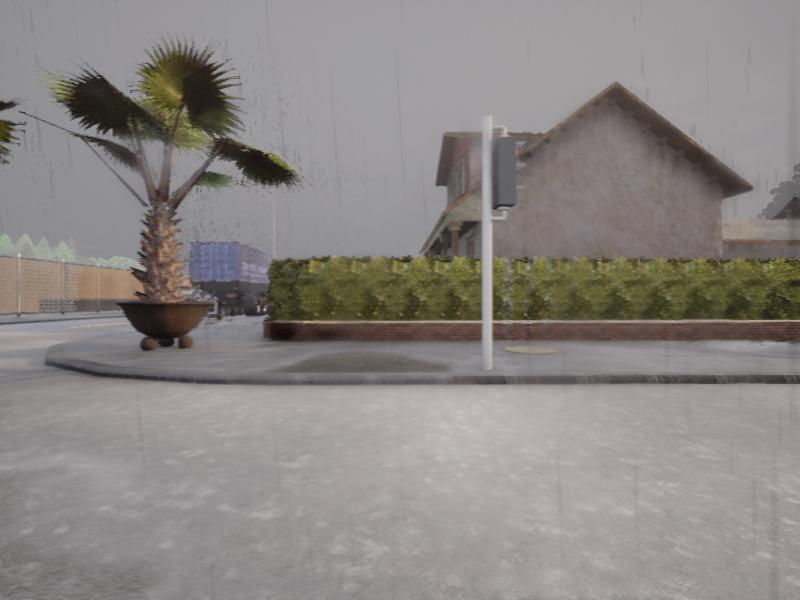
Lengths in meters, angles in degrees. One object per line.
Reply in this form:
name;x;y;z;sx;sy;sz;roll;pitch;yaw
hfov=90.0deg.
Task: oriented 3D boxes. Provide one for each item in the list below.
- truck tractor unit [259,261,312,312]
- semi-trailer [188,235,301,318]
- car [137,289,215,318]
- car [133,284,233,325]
truck tractor unit;-10.146;-1.109;36.146;3.053;4.208;6.516;0;0;-1
semi-trailer;-9.974;-1.215;28.235;2.717;4.402;14.254;0;0;-1
car;-13.914;0.183;25.264;2.152;1.651;5.027;0;0;-1
car;-9.777;0.186;18.633;1.930;1.638;5.238;0;0;-1
